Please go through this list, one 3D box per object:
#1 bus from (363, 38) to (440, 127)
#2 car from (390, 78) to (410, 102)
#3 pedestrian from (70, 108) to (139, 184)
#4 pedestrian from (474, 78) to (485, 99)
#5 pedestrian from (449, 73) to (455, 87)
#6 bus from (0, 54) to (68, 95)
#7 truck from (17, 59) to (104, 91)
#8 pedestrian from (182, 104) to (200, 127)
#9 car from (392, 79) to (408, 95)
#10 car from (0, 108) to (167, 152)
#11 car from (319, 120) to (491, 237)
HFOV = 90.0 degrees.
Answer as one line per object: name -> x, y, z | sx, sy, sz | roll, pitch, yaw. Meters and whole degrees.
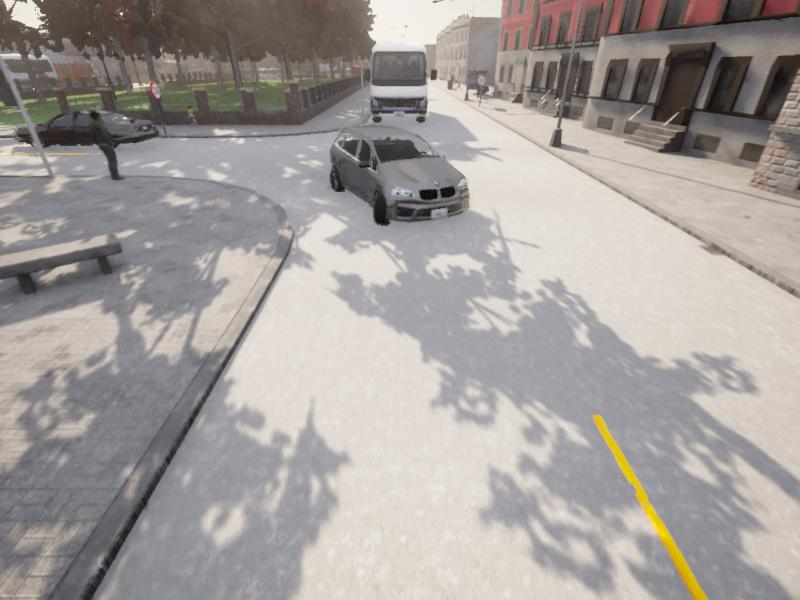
bus -> 0.091, -14.282, 26.163 | 3.944, 4.253, 10.273 | 0, 30, 0
car -> -0.027, -21.068, 40.082 | 1.905, 1.878, 3.866 | 0, 30, 0
pedestrian -> -8.286, -4.338, 11.279 | 0.751, 1.860, 0.751 | 11, 32, 18
pedestrian -> 7.915, -21.058, 39.845 | 0.751, 1.860, 0.751 | 0, 30, 1
pedestrian -> 8.149, -34.467, 62.735 | 0.751, 1.860, 0.751 | -2, 30, -3
bus -> -48.656, -28.420, 50.289 | 3.944, 4.253, 10.273 | 3, 30, 5
truck -> -48.614, -32.522, 57.714 | 8.468, 3.827, 2.891 | -14, 34, -22
pedestrian -> -11.341, -10.013, 21.737 | 0.500, 1.100, 0.500 | 0, 30, 0
car -> -0.035, -27.879, 52.324 | 1.930, 1.638, 5.238 | 0, 30, 0
car -> -13.264, -7.259, 16.995 | 5.357, 1.411, 2.033 | 1, 30, 2
car -> -0.173, -3.299, 9.964 | 2.242, 1.667, 4.611 | -14, 33, -23
